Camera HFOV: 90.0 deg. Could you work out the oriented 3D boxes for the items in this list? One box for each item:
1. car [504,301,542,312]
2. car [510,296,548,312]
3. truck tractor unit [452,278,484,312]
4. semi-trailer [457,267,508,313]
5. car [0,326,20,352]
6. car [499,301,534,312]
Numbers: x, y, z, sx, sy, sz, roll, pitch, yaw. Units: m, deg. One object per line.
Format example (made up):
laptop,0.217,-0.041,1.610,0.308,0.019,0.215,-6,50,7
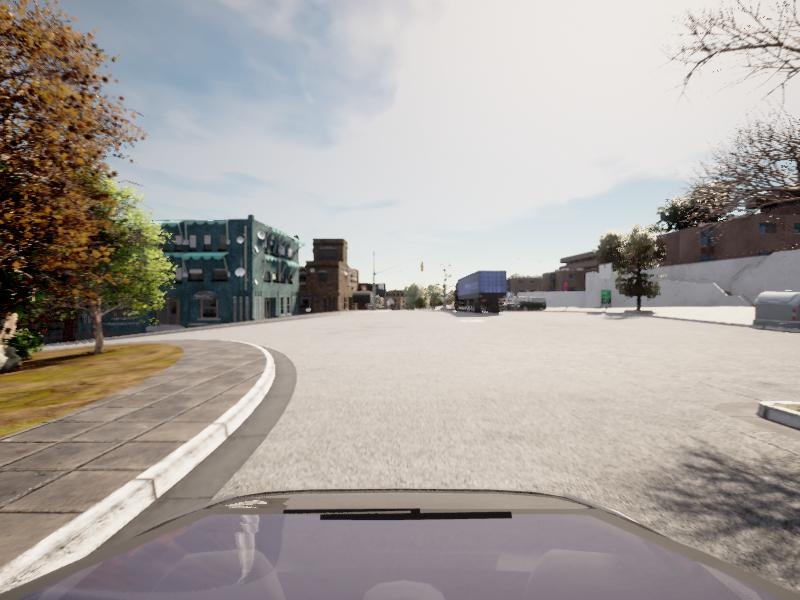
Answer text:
car,16.943,0.889,55.212,4.674,1.452,2.002,1,-2,-20
car,16.840,0.551,52.195,4.442,1.987,1.878,1,-1,-20
truck tractor unit,8.888,-0.559,53.120,3.053,4.208,6.516,1,-1,0
semi-trailer,8.872,-0.813,45.194,2.717,4.402,14.254,0,-1,0
car,-31.295,3.099,30.005,3.866,1.878,1.905,-6,0,9
car,16.953,0.959,58.185,4.674,1.452,2.002,1,-1,-20
